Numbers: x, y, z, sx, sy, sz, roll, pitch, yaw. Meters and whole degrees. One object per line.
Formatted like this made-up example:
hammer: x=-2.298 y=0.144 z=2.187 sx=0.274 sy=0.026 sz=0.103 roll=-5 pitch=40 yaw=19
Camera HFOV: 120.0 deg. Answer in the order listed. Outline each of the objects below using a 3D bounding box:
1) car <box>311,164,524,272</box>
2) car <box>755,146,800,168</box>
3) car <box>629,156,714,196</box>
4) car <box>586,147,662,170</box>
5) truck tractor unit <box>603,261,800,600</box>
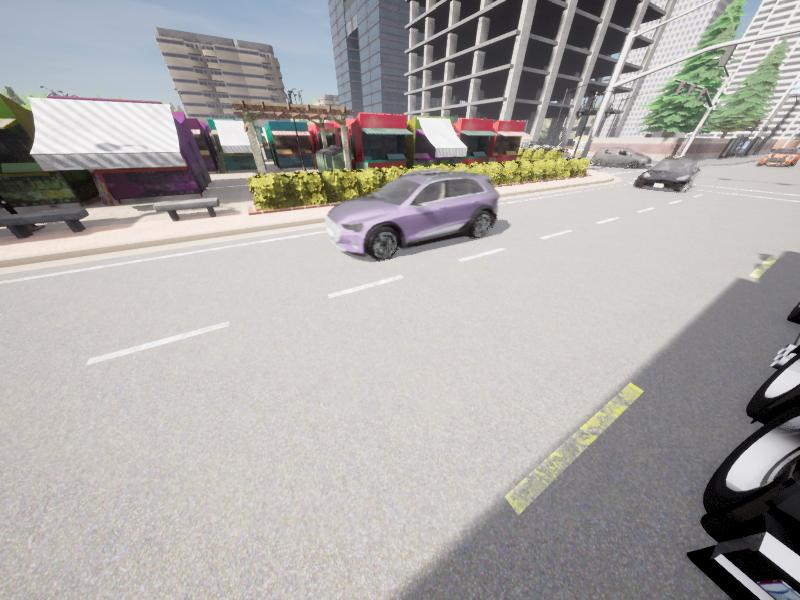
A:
car: x=0.540 y=-2.444 z=6.085 sx=4.856 sy=1.649 sz=2.033 roll=-18 pitch=39 yaw=-24
car: x=41.592 y=-15.600 z=25.131 sx=4.553 sy=1.767 sz=2.097 roll=-18 pitch=39 yaw=-24
car: x=15.456 y=-7.189 z=13.139 sx=4.792 sy=1.488 sz=2.163 roll=-24 pitch=42 yaw=-31
car: x=21.660 y=-13.905 z=22.565 sx=2.242 sy=1.667 sz=4.611 roll=-20 pitch=40 yaw=-26
truck tractor unit: x=5.104 y=-0.308 z=0.788 sx=6.516 sy=4.208 sz=3.053 roll=-19 pitch=39 yaw=-24
